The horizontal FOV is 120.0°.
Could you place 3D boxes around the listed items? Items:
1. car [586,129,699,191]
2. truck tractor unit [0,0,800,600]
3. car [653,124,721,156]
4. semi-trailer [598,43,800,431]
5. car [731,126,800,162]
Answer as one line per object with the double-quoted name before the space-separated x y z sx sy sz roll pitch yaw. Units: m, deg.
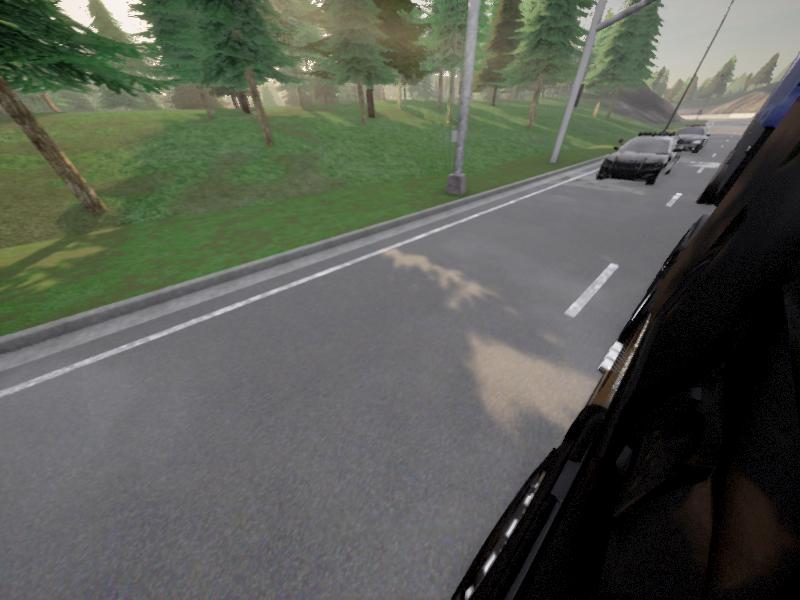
"car" 10.251 -6.054 9.705 5.238 1.638 1.930 -28 44 -30
"truck tractor unit" 2.645 -0.295 0.351 6.516 4.208 3.053 -28 44 -30
"car" 20.073 -11.250 16.134 4.974 1.542 2.038 -28 44 -30
"semi-trailer" 8.695 -3.603 4.237 14.254 4.402 2.717 -28 44 -30
"car" 21.343 -9.090 13.331 4.181 1.385 1.994 -28 44 -30
